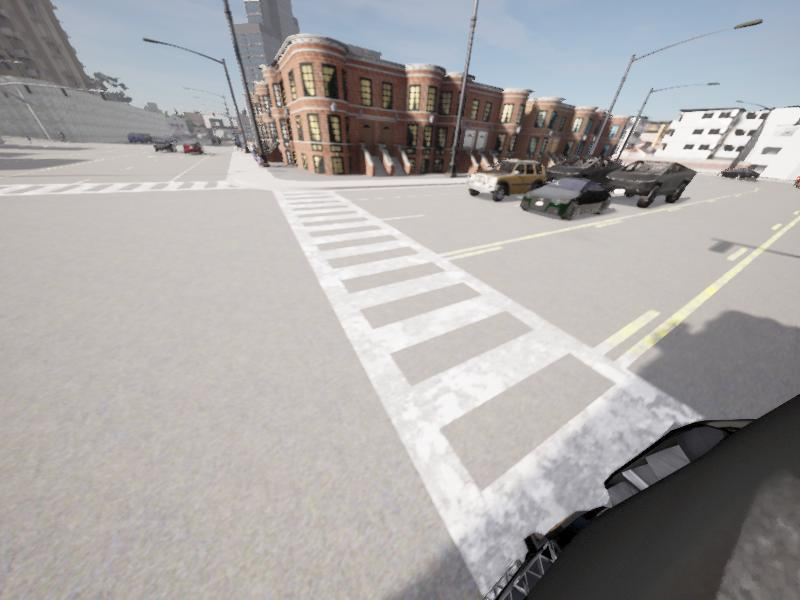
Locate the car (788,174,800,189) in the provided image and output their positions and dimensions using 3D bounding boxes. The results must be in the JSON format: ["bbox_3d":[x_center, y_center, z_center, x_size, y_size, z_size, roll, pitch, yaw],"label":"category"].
[{"bbox_3d":[46.966,-13.228,25.750,2.097,1.767,4.553,26,40,31],"label":"car"}]

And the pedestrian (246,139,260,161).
[{"bbox_3d":[-15.415,-15.710,24.214,0.751,1.860,0.751,-15,38,-24],"label":"pedestrian"}]

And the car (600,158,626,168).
[{"bbox_3d":[52.509,-33.900,57.014,1.905,1.878,3.866,-15,38,-24],"label":"car"}]

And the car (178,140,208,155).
[{"bbox_3d":[-28.362,-21.029,31.812,2.163,1.488,4.792,-16,38,-26],"label":"car"}]

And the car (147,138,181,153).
[{"bbox_3d":[-32.591,-21.428,32.052,2.128,1.511,4.902,-16,38,-26],"label":"car"}]

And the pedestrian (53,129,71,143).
[{"bbox_3d":[-57.885,-28.030,39.574,0.751,1.860,0.751,-12,37,-21],"label":"pedestrian"}]

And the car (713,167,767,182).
[{"bbox_3d":[52.804,-19.674,36.072,1.882,1.535,5.008,10,34,10],"label":"car"}]

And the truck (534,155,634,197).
[{"bbox_3d":[12.549,-8.516,15.749,6.274,2.098,2.390,-16,38,-26],"label":"truck"}]

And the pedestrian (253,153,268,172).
[{"bbox_3d":[-9.922,-9.766,16.442,0.500,1.100,0.500,-24,42,-34],"label":"pedestrian"}]

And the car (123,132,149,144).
[{"bbox_3d":[-58.915,-36.315,51.771,2.150,2.045,5.566,-16,38,-26],"label":"car"}]

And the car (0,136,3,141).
[{"bbox_3d":[-60.615,-23.317,32.296,4.718,1.301,1.895,-12,37,-28],"label":"car"}]

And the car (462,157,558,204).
[{"bbox_3d":[5.890,-6.529,12.457,4.605,1.855,1.932,-16,38,-26],"label":"car"}]

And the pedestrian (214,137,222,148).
[{"bbox_3d":[-41.394,-35.803,52.491,0.751,1.860,0.751,-24,42,-34],"label":"pedestrian"}]

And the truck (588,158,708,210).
[{"bbox_3d":[14.143,-6.723,13.193,6.274,2.098,2.390,-16,38,-26],"label":"truck"}]

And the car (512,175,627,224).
[{"bbox_3d":[7.261,-4.464,9.936,4.181,1.385,1.994,-16,38,-26],"label":"car"}]

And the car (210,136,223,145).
[{"bbox_3d":[-53.207,-46.176,66.956,2.150,2.045,5.566,-16,38,-26],"label":"car"}]
